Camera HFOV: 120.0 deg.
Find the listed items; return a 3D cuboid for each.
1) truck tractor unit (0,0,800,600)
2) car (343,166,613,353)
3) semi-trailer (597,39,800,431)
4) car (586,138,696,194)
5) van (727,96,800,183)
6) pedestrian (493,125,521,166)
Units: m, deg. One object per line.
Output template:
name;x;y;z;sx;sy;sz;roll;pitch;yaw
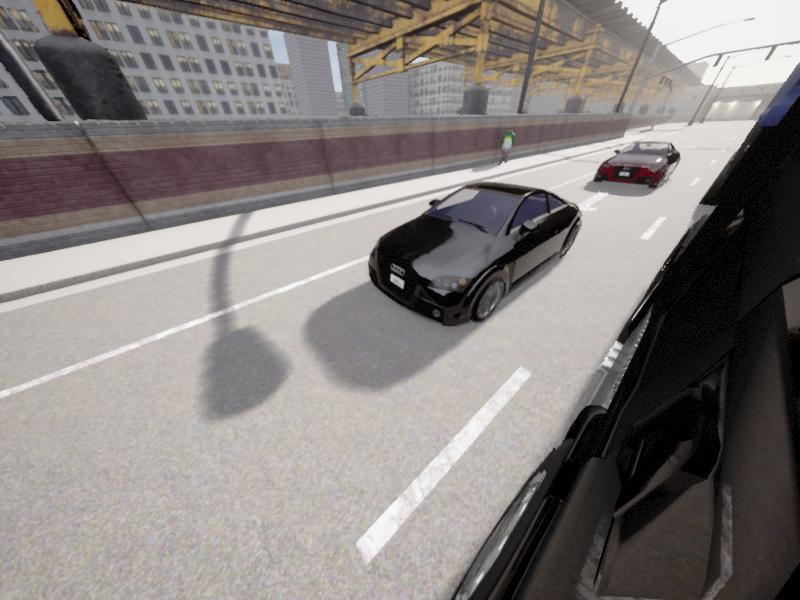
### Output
truck tractor unit;2.645;-0.295;0.351;6.516;4.208;3.053;-28;44;-30
car;1.481;-1.208;4.020;4.181;1.385;1.994;-28;44;-30
semi-trailer;8.737;-3.571;4.199;14.254;4.402;2.717;-28;44;-29
car;9.741;-5.566;9.342;4.181;1.385;1.994;-28;44;-30
van;16.549;-6.893;9.736;5.915;2.561;1.988;-28;44;-30
pedestrian;6.004;-8.712;13.044;0.751;1.860;0.751;-29;44;-31
